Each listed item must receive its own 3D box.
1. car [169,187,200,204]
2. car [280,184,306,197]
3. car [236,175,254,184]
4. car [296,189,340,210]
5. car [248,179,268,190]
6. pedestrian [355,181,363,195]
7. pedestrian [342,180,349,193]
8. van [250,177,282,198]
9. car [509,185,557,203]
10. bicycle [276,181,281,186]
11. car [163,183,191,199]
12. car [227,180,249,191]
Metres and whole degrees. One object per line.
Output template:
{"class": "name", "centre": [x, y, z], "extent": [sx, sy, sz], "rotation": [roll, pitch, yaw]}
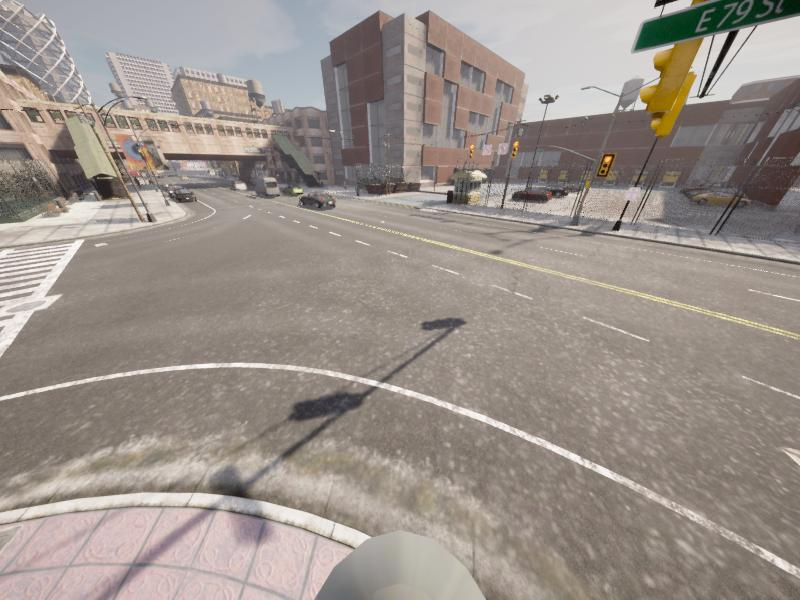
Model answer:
{"class": "car", "centre": [-28.751, -14.010, 30.735], "extent": [2.097, 1.535, 5.008], "rotation": [-27, 39, -38]}
{"class": "car", "centre": [-17.330, -17.728, 37.256], "extent": [2.007, 1.525, 4.514], "rotation": [-26, 39, -37]}
{"class": "car", "centre": [-42.132, -32.797, 62.773], "extent": [2.435, 2.045, 5.566], "rotation": [-27, 39, -38]}
{"class": "car", "centre": [-9.326, -11.425, 26.172], "extent": [5.027, 1.651, 2.152], "rotation": [24, 38, 35]}
{"class": "car", "centre": [-29.460, -23.951, 47.843], "extent": [2.033, 1.649, 4.856], "rotation": [-26, 39, -37]}
{"class": "pedestrian", "centre": [-6.354, -17.338, 35.823], "extent": [0.751, 1.860, 0.751], "rotation": [-25, 38, -36]}
{"class": "pedestrian", "centre": [-9.128, -19.066, 38.815], "extent": [0.751, 1.860, 0.751], "rotation": [24, 37, 35]}
{"class": "van", "centre": [-20.700, -17.434, 35.621], "extent": [1.988, 2.561, 5.915], "rotation": [-26, 39, -37]}
{"class": "car", "centre": [17.025, -13.733, 29.804], "extent": [2.185, 1.767, 4.553], "rotation": [-27, 39, -38]}
{"class": "bicycle", "centre": [-27.647, -26.484, 52.524], "extent": [1.643, 1.024, 0.373], "rotation": [27, 29, 38]}
{"class": "car", "centre": [-33.366, -16.355, 34.546], "extent": [2.185, 1.767, 4.553], "rotation": [-27, 39, -38]}
{"class": "car", "centre": [-32.416, -22.908, 46.148], "extent": [2.242, 1.667, 4.611], "rotation": [-26, 39, -37]}
